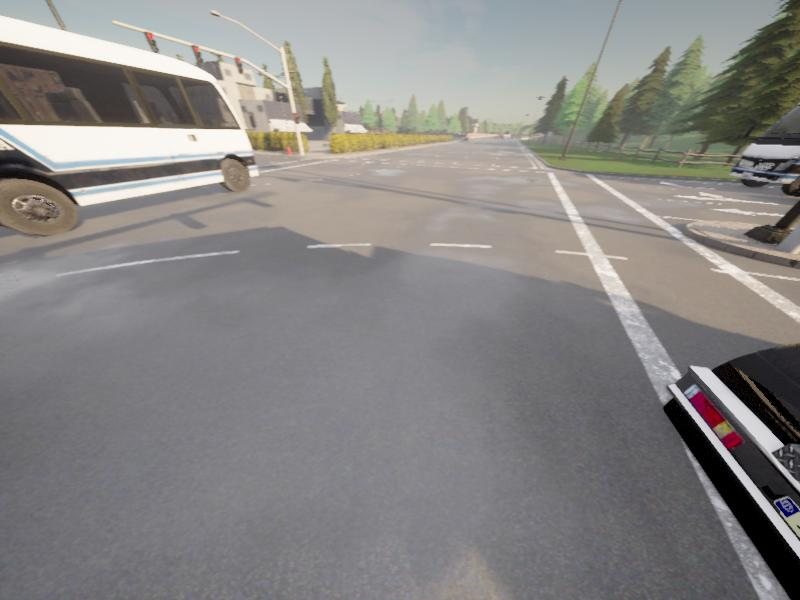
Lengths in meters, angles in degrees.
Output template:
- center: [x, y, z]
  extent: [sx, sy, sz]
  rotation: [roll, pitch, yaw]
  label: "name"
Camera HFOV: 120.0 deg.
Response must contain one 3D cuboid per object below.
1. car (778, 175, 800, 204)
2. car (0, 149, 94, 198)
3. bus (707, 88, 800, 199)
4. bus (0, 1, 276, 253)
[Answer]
- center: [20.140, -4.252, 9.051]
  extent: [5.357, 1.411, 2.033]
  rotation: [13, 38, 16]
  label: "car"
- center: [-16.253, -5.526, 9.903]
  extent: [4.181, 1.385, 1.994]
  rotation: [12, 37, 15]
  label: "car"
- center: [23.292, -6.798, 10.212]
  extent: [10.273, 4.253, 3.944]
  rotation: [13, 38, 16]
  label: "bus"
- center: [-9.602, -4.916, 6.771]
  extent: [3.944, 4.253, 10.273]
  rotation: [11, 37, 14]
  label: "bus"
